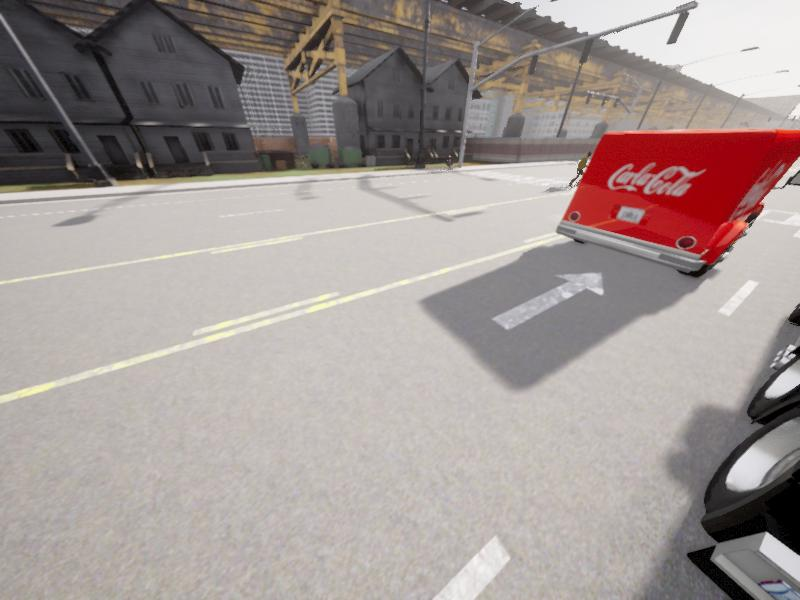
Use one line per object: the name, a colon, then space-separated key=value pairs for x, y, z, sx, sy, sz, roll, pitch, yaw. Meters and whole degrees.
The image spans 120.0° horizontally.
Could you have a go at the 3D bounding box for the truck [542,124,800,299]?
truck: x=6.593 y=-2.416 z=5.375 sx=5.204 sy=2.467 sz=2.627 roll=-18 pitch=39 yaw=-24

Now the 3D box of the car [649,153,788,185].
car: x=20.634 y=-8.732 z=15.304 sx=5.238 sy=1.638 sz=1.930 roll=5 pitch=35 yaw=7

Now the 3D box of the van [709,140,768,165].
van: x=42.614 y=-18.672 z=29.101 sx=6.366 sy=2.431 sz=2.351 roll=-18 pitch=39 yaw=-24

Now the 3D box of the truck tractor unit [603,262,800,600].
truck tractor unit: x=5.106 y=-0.305 z=0.793 sx=6.516 sy=4.208 sz=3.053 roll=-18 pitch=39 yaw=-24

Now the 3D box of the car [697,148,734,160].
car: x=48.711 y=-22.534 z=35.612 sx=5.357 sy=1.411 sz=2.033 roll=-18 pitch=39 yaw=-24

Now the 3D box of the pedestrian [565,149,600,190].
pedestrian: x=10.118 y=-7.256 z=12.857 sx=0.751 sy=1.860 sz=0.751 roll=-27 pitch=43 yaw=-34

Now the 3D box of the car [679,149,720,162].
car: x=42.166 y=-20.409 z=32.500 sx=5.357 sy=1.411 sz=2.033 roll=-18 pitch=39 yaw=-24

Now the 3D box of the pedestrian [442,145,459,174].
pedestrian: x=4.015 y=-11.254 z=18.509 sx=0.751 sy=1.860 sz=0.751 roll=-26 pitch=42 yaw=-32
